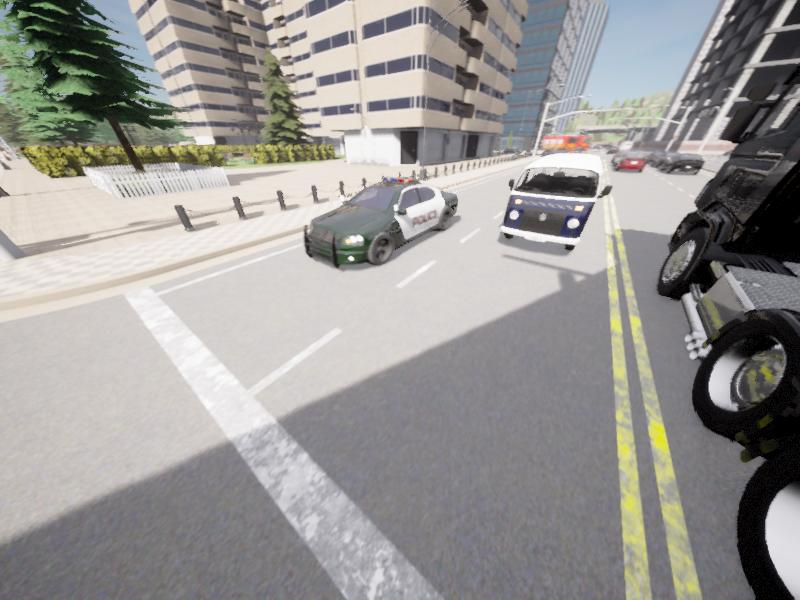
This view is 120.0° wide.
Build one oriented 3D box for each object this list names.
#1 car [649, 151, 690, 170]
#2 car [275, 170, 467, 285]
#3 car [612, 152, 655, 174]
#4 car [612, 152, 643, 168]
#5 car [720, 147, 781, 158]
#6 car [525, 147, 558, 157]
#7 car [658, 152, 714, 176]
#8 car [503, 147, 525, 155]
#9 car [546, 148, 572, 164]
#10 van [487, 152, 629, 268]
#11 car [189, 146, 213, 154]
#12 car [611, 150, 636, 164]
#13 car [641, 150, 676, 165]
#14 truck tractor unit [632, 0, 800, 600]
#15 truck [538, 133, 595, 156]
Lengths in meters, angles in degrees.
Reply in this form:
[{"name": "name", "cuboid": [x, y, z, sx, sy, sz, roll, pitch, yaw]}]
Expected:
[{"name": "car", "cuboid": [28.795, -15.059, 24.831, 1.812, 1.442, 4.674, 22, 40, 29]}, {"name": "car", "cuboid": [-0.254, -2.411, 6.302, 2.038, 1.542, 4.974, 22, 40, 29]}, {"name": "car", "cuboid": [22.069, -13.162, 22.041, 2.163, 1.488, 4.792, 22, 40, 29]}, {"name": "car", "cuboid": [25.786, -16.004, 26.365, 1.895, 1.301, 4.718, 22, 40, 29]}, {"name": "car", "cuboid": [59.400, -25.100, 39.300, 5.357, 1.411, 2.033, 22, 40, 29]}, {"name": "car", "cuboid": [28.046, -29.466, 45.854, 2.038, 1.542, 4.974, -24, 42, -30]}, {"name": "car", "cuboid": [25.022, -12.128, 20.458, 1.882, 1.535, 5.008, 22, 40, 29]}, {"name": "car", "cuboid": [25.546, -33.563, 51.912, 3.806, 1.475, 1.970, 21, 39, 28]}, {"name": "car", "cuboid": [21.744, -19.695, 31.501, 1.930, 1.638, 5.238, 22, 40, 29]}, {"name": "van", "cuboid": [4.459, -2.931, 6.590, 2.069, 2.038, 4.480, 22, 40, 29]}, {"name": "car", "cuboid": [-57.391, -43.323, 66.686, 2.242, 1.667, 4.611, 22, 40, 29]}, {"name": "car", "cuboid": [29.846, -19.261, 31.001, 1.812, 1.442, 4.674, 22, 40, 29]}, {"name": "car", "cuboid": [33.036, -18.364, 29.713, 2.033, 1.411, 5.357, 22, 40, 29]}, {"name": "truck tractor unit", "cuboid": [4.609, -0.625, 1.257, 3.053, 4.208, 6.516, 23, 41, 30]}, {"name": "truck", "cuboid": [33.850, -32.025, 47.564, 8.468, 3.827, 2.891, 11, 36, 16]}]
